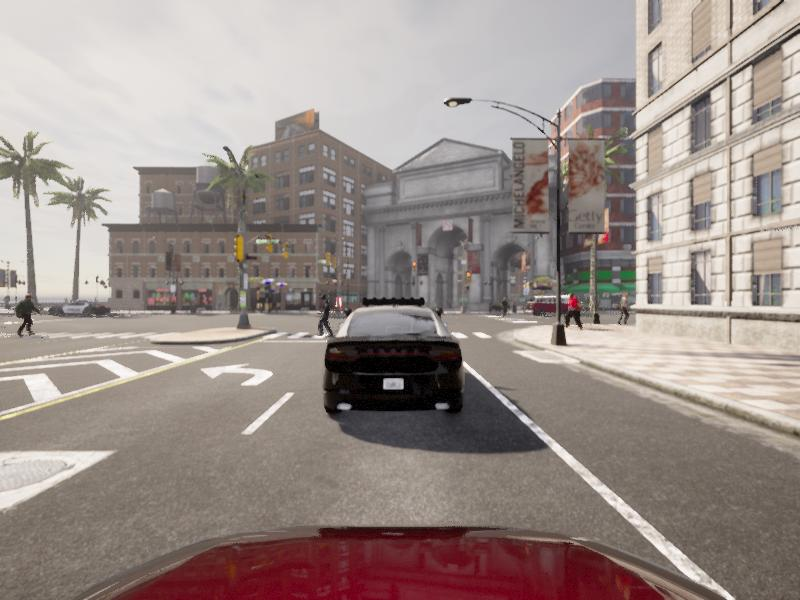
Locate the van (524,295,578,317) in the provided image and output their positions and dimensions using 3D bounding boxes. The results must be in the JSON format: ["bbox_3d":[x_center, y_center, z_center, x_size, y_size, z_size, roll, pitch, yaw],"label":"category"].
[{"bbox_3d":[14.697,0.555,39.002,4.480,2.038,2.069,0,0,0],"label":"van"}]

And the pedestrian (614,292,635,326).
[{"bbox_3d":[12.486,0.476,22.269,0.751,1.860,0.751,0,0,3],"label":"pedestrian"}]

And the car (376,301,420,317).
[{"bbox_3d":[-0.184,0.837,38.896,4.193,1.474,1.816,0,0,0],"label":"car"}]

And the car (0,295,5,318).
[{"bbox_3d":[-38.528,0.554,35.125,5.566,2.045,2.150,0,0,0],"label":"car"}]

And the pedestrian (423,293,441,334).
[{"bbox_3d":[1.460,0.629,18.476,0.751,1.860,0.751,0,0,-1],"label":"pedestrian"}]

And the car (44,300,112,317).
[{"bbox_3d":[-31.018,0.812,38.617,4.974,1.542,2.038,0,0,0],"label":"car"}]

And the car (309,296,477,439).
[{"bbox_3d":[-0.116,0.768,7.209,1.930,1.638,5.238,0,0,-1],"label":"car"}]

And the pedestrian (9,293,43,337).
[{"bbox_3d":[-16.011,0.629,17.157,0.751,1.860,0.751,0,0,2],"label":"pedestrian"}]

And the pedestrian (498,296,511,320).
[{"bbox_3d":[8.137,0.624,31.137,0.751,1.860,0.751,0,0,-6],"label":"pedestrian"}]

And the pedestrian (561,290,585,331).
[{"bbox_3d":[8.145,0.477,18.814,0.751,1.860,0.751,0,0,-12],"label":"pedestrian"}]

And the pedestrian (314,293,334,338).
[{"bbox_3d":[-3.210,0.630,16.945,0.751,1.860,0.751,0,0,-2],"label":"pedestrian"}]
